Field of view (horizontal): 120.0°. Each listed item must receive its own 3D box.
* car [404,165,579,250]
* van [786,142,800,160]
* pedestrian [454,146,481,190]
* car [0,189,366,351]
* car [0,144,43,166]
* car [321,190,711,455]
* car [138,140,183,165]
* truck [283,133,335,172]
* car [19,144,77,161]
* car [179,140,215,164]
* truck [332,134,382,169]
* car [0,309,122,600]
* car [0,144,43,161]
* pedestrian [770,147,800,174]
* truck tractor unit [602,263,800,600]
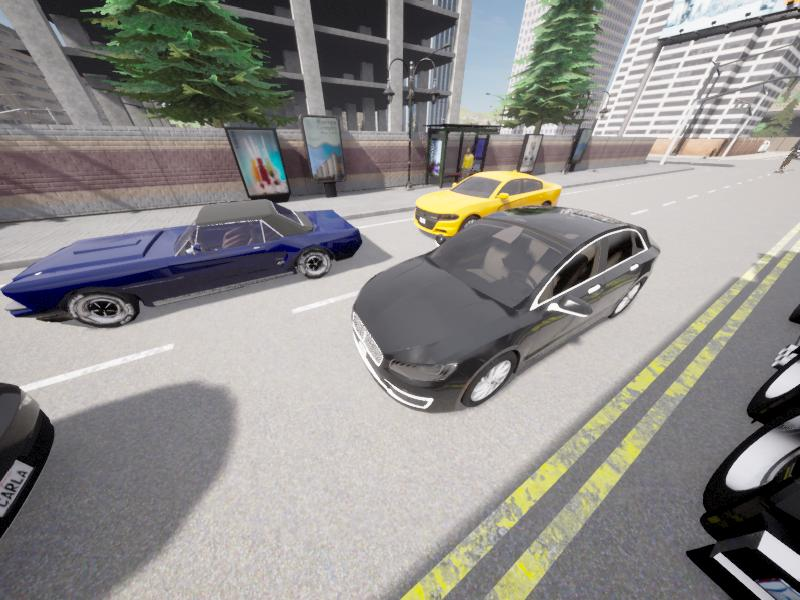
[{"bbox_3d":[2.771,-3.063,7.069,5.008,1.535,1.882,-18,39,-24],"label":"car"},{"bbox_3d":[61.188,-22.550,34.599,5.915,2.561,1.988,-18,39,-24],"label":"van"},{"bbox_3d":[3.352,-6.629,11.602,0.751,1.860,0.751,25,42,31],"label":"pedestrian"},{"bbox_3d":[-3.233,-1.005,4.281,4.718,1.301,1.895,-18,39,-24],"label":"car"},{"bbox_3d":[-38.685,-14.418,22.908,1.851,1.617,3.988,-18,39,-25],"label":"car"},{"bbox_3d":[1.720,-0.393,3.266,4.892,1.490,1.837,-18,39,-24],"label":"car"},{"bbox_3d":[-23.720,-14.790,23.070,1.905,1.878,3.866,-18,39,-24],"label":"car"},{"bbox_3d":[-7.736,-12.547,19.513,2.615,2.467,5.204,-18,39,-24],"label":"truck"},{"bbox_3d":[-42.306,-17.924,27.975,1.882,1.535,5.008,-18,39,-25],"label":"car"},{"bbox_3d":[-21.175,-15.624,24.286,1.905,1.878,3.866,-18,39,-24],"label":"car"},{"bbox_3d":[-4.006,-13.770,21.295,2.615,2.467,5.204,-18,39,-24],"label":"truck"},{"bbox_3d":[-4.522,1.646,0.292,4.892,1.490,1.837,-18,39,-25],"label":"car"},{"bbox_3d":[-45.819,-17.393,27.211,2.128,1.511,4.902,-18,39,-25],"label":"car"},{"bbox_3d":[31.975,-11.471,19.029,0.751,1.860,0.751,-20,40,-27],"label":"pedestrian"},{"bbox_3d":[5.107,-0.304,0.783,6.516,4.208,3.053,-18,39,-24],"label":"truck tractor unit"}]
